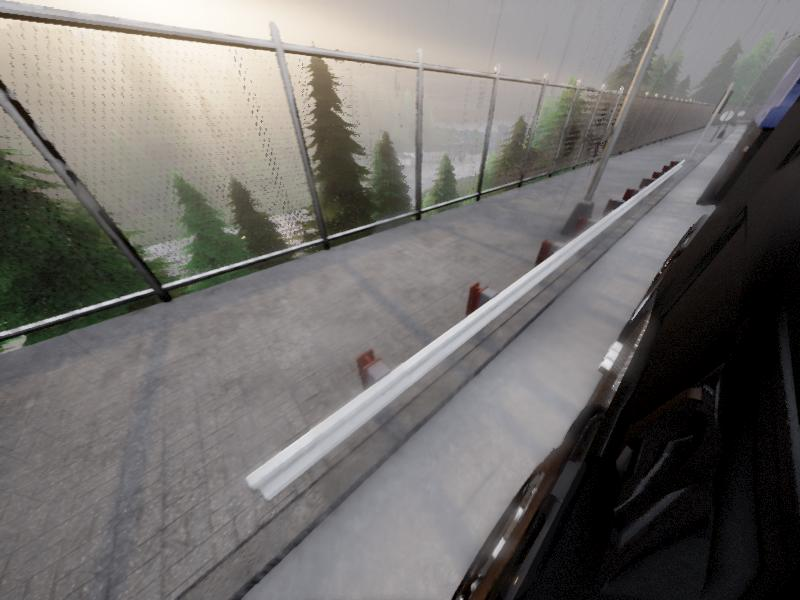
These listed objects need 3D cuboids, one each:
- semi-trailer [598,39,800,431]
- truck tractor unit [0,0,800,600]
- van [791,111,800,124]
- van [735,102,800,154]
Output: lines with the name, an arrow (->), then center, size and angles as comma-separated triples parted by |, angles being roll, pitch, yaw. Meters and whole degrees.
semi-trailer -> 8.700, -3.591, 4.245 | 14.254, 4.402, 2.717 | -28, 43, -30
truck tractor unit -> 2.645, -0.295, 0.351 | 6.516, 4.208, 3.053 | -28, 44, -30
van -> 80.922, -35.320, 43.955 | 5.915, 2.561, 1.988 | 21, 41, 28
van -> 25.593, -11.787, 15.781 | 5.915, 2.561, 1.988 | -28, 44, -30
